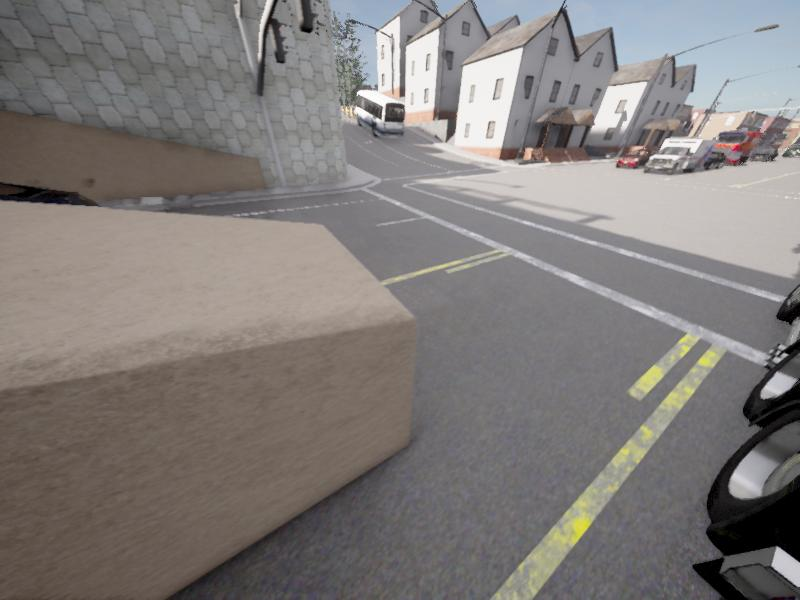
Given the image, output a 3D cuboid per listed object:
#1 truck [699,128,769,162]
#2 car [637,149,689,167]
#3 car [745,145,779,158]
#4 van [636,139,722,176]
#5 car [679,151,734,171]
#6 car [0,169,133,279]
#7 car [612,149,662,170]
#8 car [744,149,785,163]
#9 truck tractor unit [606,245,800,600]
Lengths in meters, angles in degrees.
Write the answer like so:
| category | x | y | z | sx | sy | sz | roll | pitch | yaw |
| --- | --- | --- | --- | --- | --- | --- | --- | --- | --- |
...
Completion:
| category | x | y | z | sx | sy | sz | roll | pitch | yaw |
| --- | --- | --- | --- | --- | --- | --- | --- | --- | --- |
| truck | 49.024 | -22.822 | 33.966 | 8.468 | 3.827 | 2.891 | -17 | 38 | -23 |
| car | 29.538 | -15.962 | 25.940 | 4.902 | 1.511 | 2.128 | -17 | 38 | -23 |
| car | 66.126 | -27.166 | 42.160 | 4.553 | 1.767 | 2.097 | -17 | 38 | -23 |
| van | 24.123 | -12.437 | 20.014 | 6.366 | 2.431 | 2.351 | -17 | 38 | -23 |
| car | 30.906 | -14.106 | 23.296 | 4.892 | 1.490 | 1.837 | -17 | 38 | -23 |
| car | -9.236 | -1.291 | 4.368 | 5.027 | 1.651 | 2.152 | -22 | 40 | -29 |
| car | 24.078 | -14.354 | 23.492 | 3.988 | 1.617 | 1.851 | -17 | 38 | -23 |
| car | 50.549 | -20.055 | 32.040 | 4.892 | 1.490 | 1.837 | -17 | 38 | -23 |
| truck tractor unit | 5.077 | -0.330 | 0.840 | 6.516 | 4.208 | 3.053 | -19 | 39 | -26 |
